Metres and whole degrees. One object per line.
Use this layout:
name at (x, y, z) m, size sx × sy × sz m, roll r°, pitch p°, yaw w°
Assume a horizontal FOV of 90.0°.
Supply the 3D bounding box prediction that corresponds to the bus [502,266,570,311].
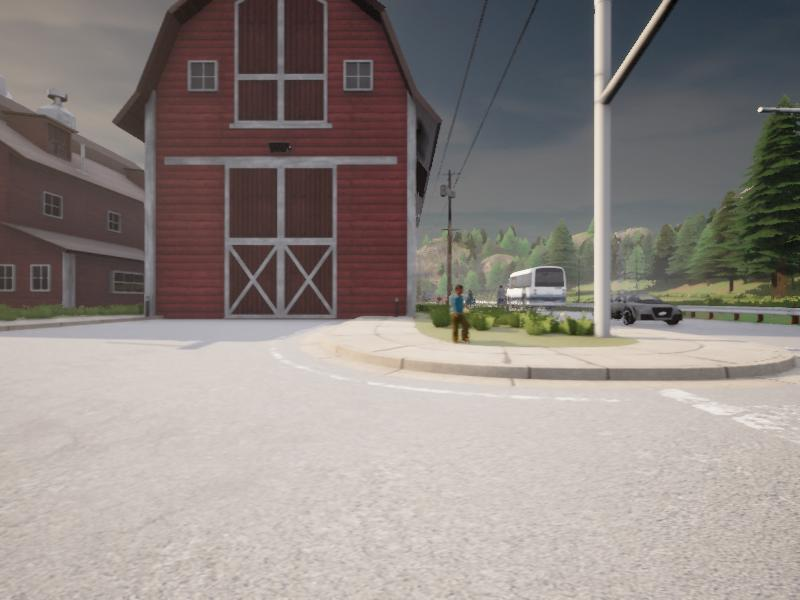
bus at (14.084, -1.085, 42.771) m, size 3.944 × 4.253 × 10.273 m, roll 0°, pitch 0°, yaw 1°

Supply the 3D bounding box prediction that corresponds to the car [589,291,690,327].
car at (10.292, 0.350, 17.631) m, size 1.994 × 1.385 × 4.181 m, roll 0°, pitch 0°, yaw 1°

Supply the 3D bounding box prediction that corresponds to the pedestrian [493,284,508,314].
pedestrian at (6.302, -0.079, 25.106) m, size 0.751 × 1.860 × 0.751 m, roll 0°, pitch 0°, yaw 0°

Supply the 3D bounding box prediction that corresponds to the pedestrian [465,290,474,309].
pedestrian at (6.899, -0.078, 39.829) m, size 0.751 × 1.860 × 0.751 m, roll 0°, pitch 0°, yaw 0°

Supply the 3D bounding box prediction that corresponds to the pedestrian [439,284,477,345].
pedestrian at (1.091, 0.258, 7.514) m, size 0.500 × 1.100 × 0.500 m, roll 0°, pitch 0°, yaw -42°
